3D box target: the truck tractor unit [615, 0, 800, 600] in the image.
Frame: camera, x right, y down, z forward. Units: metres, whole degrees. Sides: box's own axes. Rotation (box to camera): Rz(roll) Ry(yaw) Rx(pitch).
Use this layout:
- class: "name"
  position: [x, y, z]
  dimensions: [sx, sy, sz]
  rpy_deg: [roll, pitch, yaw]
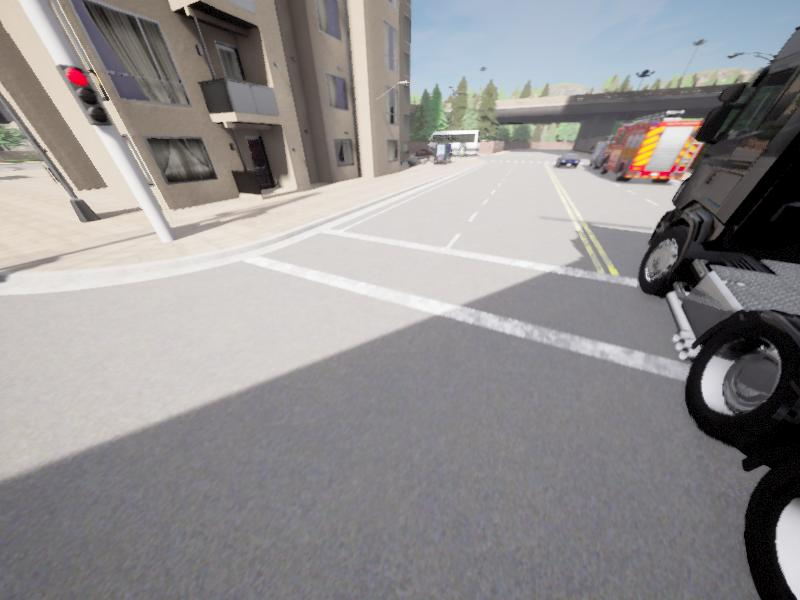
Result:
- class: "truck tractor unit"
  position: [4.508, -0.665, 1.317]
  dimensions: [3.053, 4.208, 6.516]
  rpy_deg: [21, 40, 27]

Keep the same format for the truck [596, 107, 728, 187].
- class: "truck"
  position: [17.874, -11.092, 16.948]
  dimensions: [2.891, 3.827, 8.468]
  rpy_deg: [15, 37, 21]

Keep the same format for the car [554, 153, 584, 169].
- class: "car"
  position: [18.690, -15.550, 25.764]
  dimensions: [1.895, 1.301, 4.718]
  rpy_deg: [15, 37, 21]

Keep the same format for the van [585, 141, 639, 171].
- class: "van"
  position: [21.920, -15.267, 24.316]
  dimensions: [2.351, 2.431, 6.366]
  rpy_deg: [15, 37, 21]

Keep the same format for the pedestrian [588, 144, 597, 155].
- class: "pedestrian"
  position: [40.669, -31.858, 48.827]
  dimensions: [0.751, 1.860, 0.751]
  rpy_deg: [15, 37, 21]

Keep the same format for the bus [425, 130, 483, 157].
- class: "bus"
  position: [10.722, -31.585, 46.722]
  dimensions: [10.273, 4.253, 3.944]
  rpy_deg: [16, 37, 22]
